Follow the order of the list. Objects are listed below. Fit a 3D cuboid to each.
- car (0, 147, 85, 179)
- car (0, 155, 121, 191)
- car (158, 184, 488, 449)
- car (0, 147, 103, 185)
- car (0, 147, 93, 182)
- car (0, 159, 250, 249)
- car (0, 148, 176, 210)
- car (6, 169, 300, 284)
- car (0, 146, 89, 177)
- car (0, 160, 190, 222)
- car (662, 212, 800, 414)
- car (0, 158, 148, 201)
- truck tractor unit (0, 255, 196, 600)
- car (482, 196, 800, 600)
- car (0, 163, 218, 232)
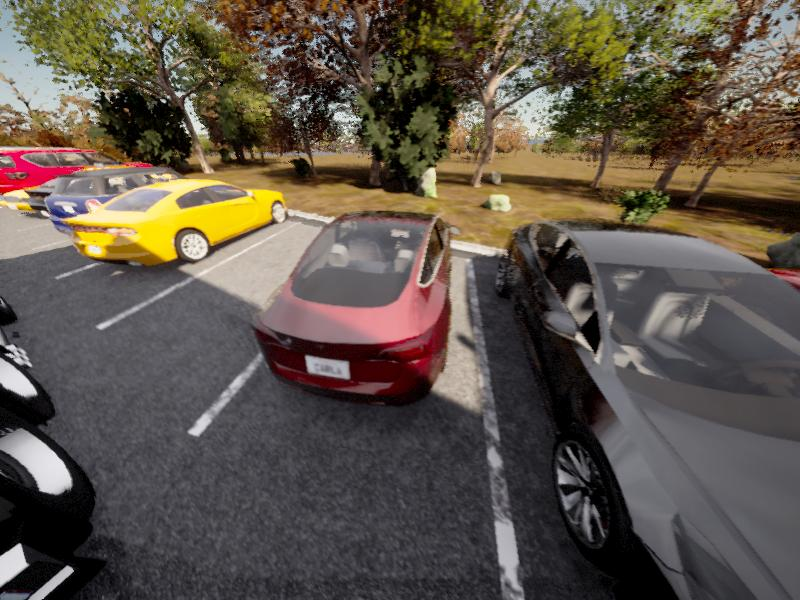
[{"bbox_3d":[-30.426,-11.446,19.100,1.878,1.987,4.442,7,35,10],"label":"car"},{"bbox_3d":[-22.893,-8.539,15.222,1.946,1.575,5.366,7,35,10],"label":"car"},{"bbox_3d":[-0.138,-0.714,3.771,2.163,1.488,4.792,6,35,9],"label":"car"},{"bbox_3d":[-25.391,-9.657,16.469,1.878,1.987,4.442,7,35,10],"label":"car"},{"bbox_3d":[-27.909,-10.552,17.785,1.878,1.987,4.442,7,35,10],"label":"car"},{"bbox_3d":[-7.755,-3.395,7.439,2.185,1.767,4.553,6,35,10],"label":"car"},{"bbox_3d":[-15.306,-6.181,11.313,2.435,2.045,5.566,7,35,10],"label":"car"},{"bbox_3d":[-5.223,-2.433,6.247,2.097,1.535,5.008,6,35,10],"label":"car"},{"bbox_3d":[-32.914,-12.443,20.521,2.435,2.045,5.566,7,35,10],"label":"car"},{"bbox_3d":[-12.826,-4.969,9.972,1.946,1.575,5.366,7,35,10],"label":"car"},{"bbox_3d":[4.967,0.967,1.244,2.097,1.535,5.008,6,34,9],"label":"car"},{"bbox_3d":[-17.827,-6.810,12.737,2.163,1.488,4.792,7,35,10],"label":"car"},{"bbox_3d":[-5.103,-0.305,0.806,6.516,4.208,3.053,19,39,25],"label":"truck tractor unit"},{"bbox_3d":[2.411,0.169,2.471,2.163,1.488,4.792,6,35,9],"label":"car"},{"bbox_3d":[-10.276,-4.182,8.821,2.231,1.521,4.892,7,35,10],"label":"car"}]
